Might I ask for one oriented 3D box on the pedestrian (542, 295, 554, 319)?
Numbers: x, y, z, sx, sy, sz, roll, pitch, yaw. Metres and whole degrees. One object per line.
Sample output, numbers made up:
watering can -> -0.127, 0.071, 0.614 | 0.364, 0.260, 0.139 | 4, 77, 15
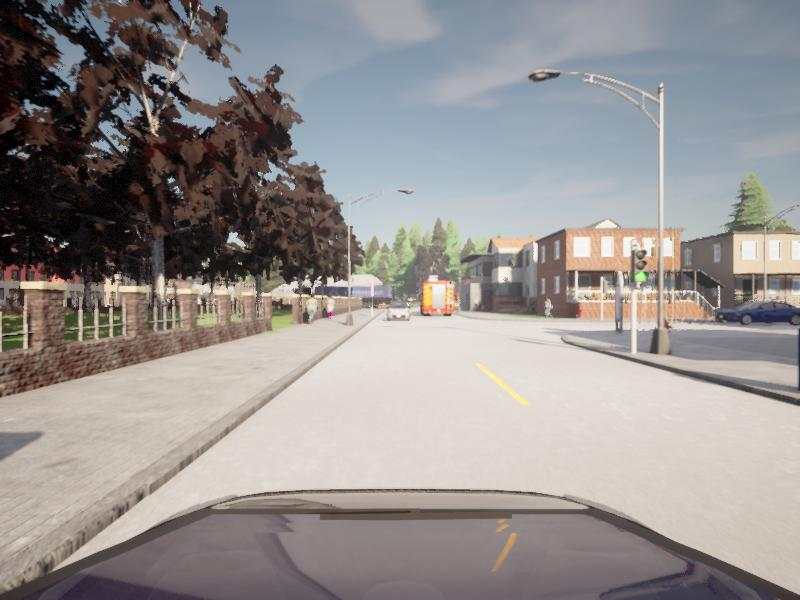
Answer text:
pedestrian -> 11.496, 0.513, 31.120 | 0.751, 1.860, 0.751 | 0, 0, 12

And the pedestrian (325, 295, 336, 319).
pedestrian -> -5.297, 0.521, 30.432 | 0.751, 1.860, 0.751 | 0, 0, -7

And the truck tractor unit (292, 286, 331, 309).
truck tractor unit -> -16.548, -0.533, 75.217 | 6.516, 4.208, 3.053 | 0, 0, 0

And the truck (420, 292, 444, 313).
truck -> 3.870, 0.339, 49.691 | 2.627, 2.467, 5.204 | 0, 0, 0

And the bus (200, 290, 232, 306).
bus -> -49.424, -0.580, 107.733 | 3.944, 4.253, 10.273 | 0, 1, 0

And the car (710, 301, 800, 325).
car -> 23.332, 0.813, 25.943 | 5.008, 1.535, 1.882 | 0, 0, 0

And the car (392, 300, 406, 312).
car -> -0.089, 0.781, 53.220 | 1.801, 1.575, 5.366 | 0, 0, 0

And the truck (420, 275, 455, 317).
truck -> 3.630, -0.336, 40.719 | 2.891, 3.827, 8.468 | 0, 0, 1

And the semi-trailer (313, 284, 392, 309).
semi-trailer -> -8.791, -0.649, 73.839 | 14.254, 4.402, 2.717 | 0, 0, 13

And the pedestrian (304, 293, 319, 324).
pedestrian -> -5.427, 0.524, 24.453 | 0.751, 1.860, 0.751 | 0, 0, 0

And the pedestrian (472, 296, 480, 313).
pedestrian -> 8.657, 0.516, 45.534 | 0.751, 1.860, 0.751 | 0, 0, 5

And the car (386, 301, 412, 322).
car -> -0.107, 0.816, 30.253 | 1.845, 1.501, 3.633 | 0, 0, 0
